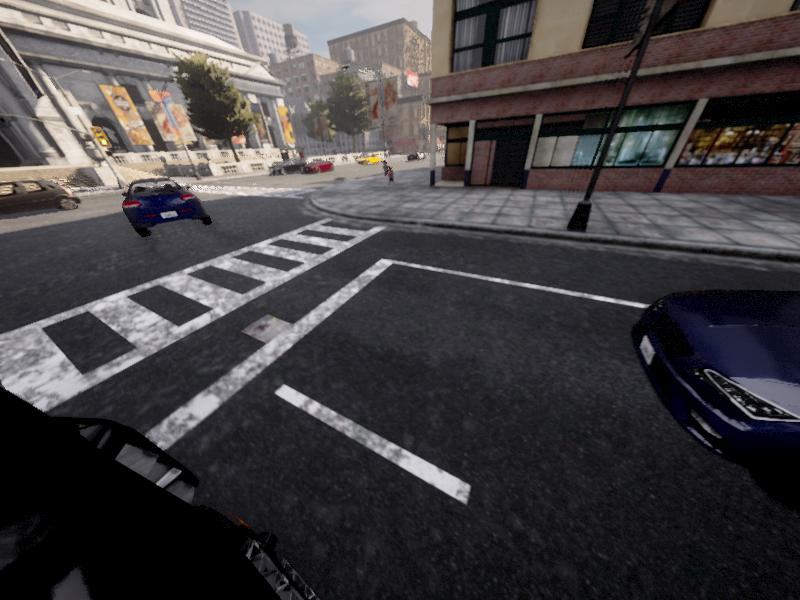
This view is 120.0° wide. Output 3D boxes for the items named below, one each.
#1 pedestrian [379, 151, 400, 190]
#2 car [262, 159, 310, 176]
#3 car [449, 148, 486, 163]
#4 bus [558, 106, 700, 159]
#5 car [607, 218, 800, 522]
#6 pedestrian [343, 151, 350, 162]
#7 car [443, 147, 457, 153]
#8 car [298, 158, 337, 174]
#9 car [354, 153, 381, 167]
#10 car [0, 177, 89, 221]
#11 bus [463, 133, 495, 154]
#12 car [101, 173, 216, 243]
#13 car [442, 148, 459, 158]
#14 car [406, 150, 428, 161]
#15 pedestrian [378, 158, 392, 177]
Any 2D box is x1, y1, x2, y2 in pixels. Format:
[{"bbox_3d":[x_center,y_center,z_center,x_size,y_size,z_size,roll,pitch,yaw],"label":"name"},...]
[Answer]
[{"bbox_3d":[-0.561,-7.350,13.135,0.751,1.860,0.751,-27,40,-32],"label":"pedestrian"},{"bbox_3d":[-13.925,-16.497,28.680,2.128,1.511,4.902,14,37,24],"label":"car"},{"bbox_3d":[9.705,-21.138,33.785,4.902,1.511,2.128,2,34,8],"label":"car"},{"bbox_3d":[25.048,-18.923,26.695,10.273,4.253,3.944,15,37,23],"label":"bus"},{"bbox_3d":[4.246,0.701,1.243,4.193,1.474,1.816,14,37,24],"label":"car"},{"bbox_3d":[-10.699,-28.439,45.837,0.751,1.860,0.751,14,37,24],"label":"pedestrian"},{"bbox_3d":[16.053,-48.398,74.532,4.674,1.452,2.002,-29,41,-33],"label":"car"},{"bbox_3d":[-10.039,-16.528,28.543,1.994,1.385,4.181,14,37,24],"label":"car"},{"bbox_3d":[-5.011,-22.413,36.879,1.882,1.535,5.008,11,36,21],"label":"car"},{"bbox_3d":[-20.377,-5.363,12.283,1.851,1.617,3.988,14,37,24],"label":"car"},{"bbox_3d":[21.304,-42.154,62.134,3.944,4.253,10.273,22,41,34],"label":"bus"},{"bbox_3d":[-9.453,-3.965,9.273,2.152,1.651,5.027,-28,41,-33],"label":"car"},{"bbox_3d":[10.495,-30.484,47.878,2.163,1.488,4.792,12,36,22],"label":"car"},{"bbox_3d":[3.216,-26.865,42.944,2.038,1.542,4.974,14,37,24],"label":"car"},{"bbox_3d":[-1.253,-10.966,19.165,0.751,1.300,0.751,25,42,35],"label":"pedestrian"}]
